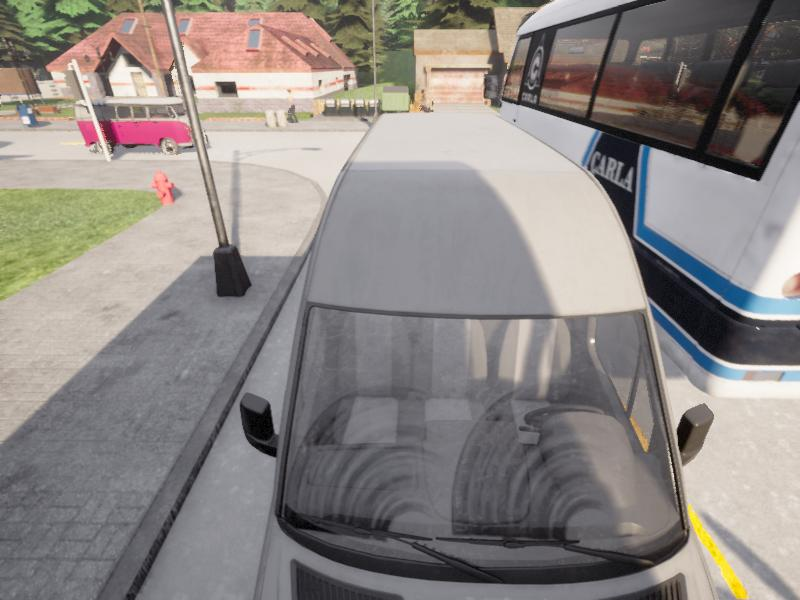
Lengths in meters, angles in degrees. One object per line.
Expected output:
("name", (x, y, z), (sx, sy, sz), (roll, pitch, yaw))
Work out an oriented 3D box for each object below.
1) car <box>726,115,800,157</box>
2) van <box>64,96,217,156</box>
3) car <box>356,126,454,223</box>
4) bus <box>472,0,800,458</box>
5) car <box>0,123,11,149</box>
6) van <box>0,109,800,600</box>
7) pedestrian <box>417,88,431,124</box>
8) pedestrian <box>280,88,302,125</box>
("car", (16.322, -6.556, 15.965), (4.718, 1.301, 1.895), (1, 30, 2))
("van", (-10.071, -6.910, 15.881), (4.442, 1.987, 1.775), (0, 30, 1))
("car", (-0.048, -3.393, 10.287), (1.789, 1.549, 3.705), (-5, 31, -8))
("bus", (4.141, -2.999, 6.935), (3.944, 4.253, 10.273), (0, 30, 1))
("car", (-19.245, -6.829, 16.050), (4.611, 1.667, 2.242), (0, 30, 1))
("van", (0.395, 0.046, 3.430), (1.988, 2.561, 5.915), (1, 30, 2))
("pedestrian", (1.367, -11.206, 23.108), (0.751, 1.860, 0.751), (0, 30, 0))
("pedestrian", (-6.281, -11.170, 23.045), (0.751, 1.860, 0.751), (5, 31, 8))
